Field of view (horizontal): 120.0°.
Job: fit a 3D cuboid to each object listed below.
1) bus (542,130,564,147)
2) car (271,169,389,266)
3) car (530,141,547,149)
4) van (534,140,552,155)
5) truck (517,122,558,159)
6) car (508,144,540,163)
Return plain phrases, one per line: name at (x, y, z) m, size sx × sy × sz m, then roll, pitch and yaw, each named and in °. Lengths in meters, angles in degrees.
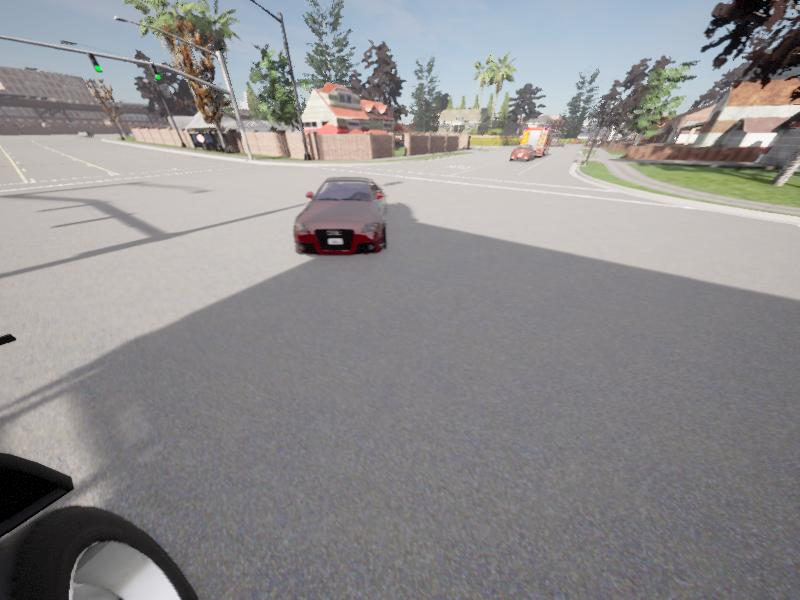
bus at (50.069, -52.673, 75.307) m, size 3.944 × 4.253 × 10.273 m, roll 21°, pitch 40°, yaw 27°
car at (-1.355, -2.498, 6.225) m, size 1.994 × 1.385 × 4.181 m, roll 0°, pitch 35°, yaw -1°
car at (34.650, -38.880, 57.952) m, size 3.633 × 1.501 × 1.845 m, roll -22°, pitch 41°, yaw -29°
van at (24.114, -25.826, 38.997) m, size 1.775 × 1.987 × 4.442 m, roll 19°, pitch 39°, yaw 25°
truck at (19.327, -22.263, 32.309) m, size 2.891 × 3.827 × 8.468 m, roll 21°, pitch 40°, yaw 27°
car at (14.631, -17.286, 27.124) m, size 2.152 × 1.651 × 5.027 m, roll 21°, pitch 40°, yaw 27°
